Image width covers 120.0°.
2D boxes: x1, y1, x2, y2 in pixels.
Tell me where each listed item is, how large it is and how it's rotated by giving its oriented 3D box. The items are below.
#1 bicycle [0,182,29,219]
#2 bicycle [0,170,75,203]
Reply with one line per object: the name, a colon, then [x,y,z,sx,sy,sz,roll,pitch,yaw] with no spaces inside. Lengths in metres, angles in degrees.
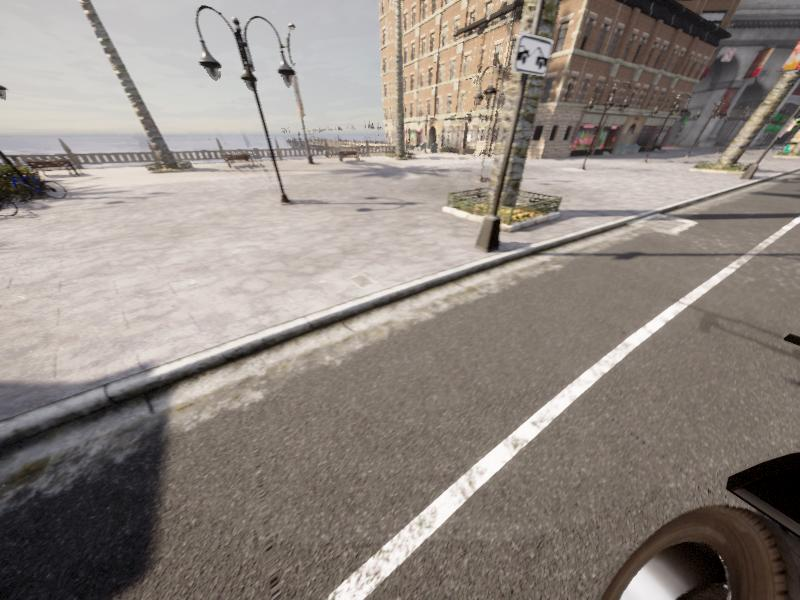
bicycle: [-13.095,-2.982,7.002,1.643,1.024,0.373,-18,39,-23]
bicycle: [-14.578,-4.503,9.144,1.643,1.024,0.373,-18,39,-23]
